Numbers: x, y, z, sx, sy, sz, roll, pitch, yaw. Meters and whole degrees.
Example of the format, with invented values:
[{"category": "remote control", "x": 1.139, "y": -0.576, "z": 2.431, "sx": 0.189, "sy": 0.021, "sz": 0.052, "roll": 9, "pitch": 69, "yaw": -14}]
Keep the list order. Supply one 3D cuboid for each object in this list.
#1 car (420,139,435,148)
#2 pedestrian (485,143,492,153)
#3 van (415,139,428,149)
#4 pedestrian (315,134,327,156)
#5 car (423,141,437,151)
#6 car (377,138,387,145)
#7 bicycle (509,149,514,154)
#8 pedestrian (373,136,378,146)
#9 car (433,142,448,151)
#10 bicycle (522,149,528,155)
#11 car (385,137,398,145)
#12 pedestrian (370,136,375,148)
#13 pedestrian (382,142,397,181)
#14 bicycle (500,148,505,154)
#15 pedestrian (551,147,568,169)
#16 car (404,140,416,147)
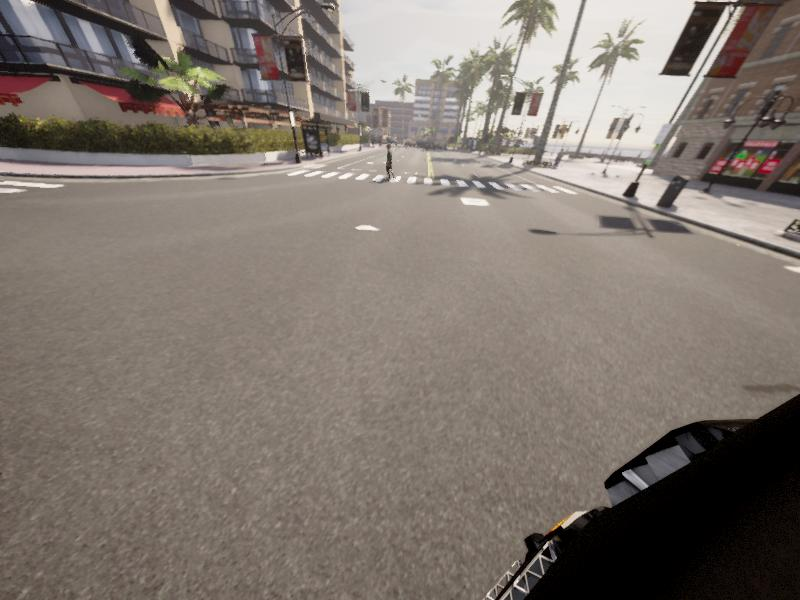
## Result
[{"category": "car", "x": 7.906, "y": -45.383, "z": 66.970, "sx": 2.150, "sy": 2.045, "sz": 5.566, "roll": -9, "pitch": 37, "yaw": -17}, {"category": "pedestrian", "x": 19.061, "y": -32.611, "z": 49.594, "sx": 0.751, "sy": 1.860, "sz": 0.751, "roll": 1, "pitch": 35, "yaw": -4}, {"category": "van", "x": 5.733, "y": -42.255, "z": 62.402, "sx": 1.775, "sy": 1.987, "sz": 4.442, "roll": -6, "pitch": 36, "yaw": -13}, {"category": "pedestrian", "x": -8.331, "y": -16.401, "z": 24.401, "sx": 0.751, "sy": 1.860, "sz": 0.751, "roll": 5, "pitch": 35, "yaw": 3}, {"category": "car", "x": 7.064, "y": -36.450, "z": 54.549, "sx": 2.242, "sy": 1.667, "sz": 4.611, "roll": 0, "pitch": 35, "yaw": -5}, {"category": "car", "x": -5.538, "y": -49.181, "z": 71.723, "sx": 1.851, "sy": 1.617, "sz": 3.988, "roll": -11, "pitch": 38, "yaw": -20}, {"category": "bicycle", "x": 25.995, "y": -34.628, "z": 53.800, "sx": 0.373, "sy": 1.024, "sz": 1.643, "roll": 5, "pitch": 35, "yaw": 2}, {"category": "pedestrian", "x": -5.571, "y": -36.400, "z": 52.994, "sx": 0.751, "sy": 1.860, "sz": 0.751, "roll": 22, "pitch": 39, "yaw": 25}, {"category": "car", "x": 10.158, "y": -39.090, "z": 58.831, "sx": 2.152, "sy": 1.651, "sz": 5.027, "roll": -4, "pitch": 36, "yaw": -10}, {"category": "bicycle", "x": 28.999, "y": -34.372, "z": 53.677, "sx": 0.373, "sy": 1.024, "sz": 1.643, "roll": 5, "pitch": 35, "yaw": 2}, {"category": "car", "x": -2.696, "y": -50.556, "z": 73.458, "sx": 2.150, "sy": 2.045, "sz": 5.566, "roll": -11, "pitch": 38, "yaw": -20}, {"category": "pedestrian", "x": -5.492, "y": -31.917, "z": 46.641, "sx": 0.751, "sy": 1.860, "sz": 0.751, "roll": 5, "pitch": 35, "yaw": 3}, {"category": "pedestrian", "x": -0.609, "y": -7.972, "z": 13.328, "sx": 0.751, "sy": 1.860, "sz": 0.751, "roll": 6, "pitch": 35, "yaw": 4}, {"category": "bicycle", "x": 23.992, "y": -34.799, "z": 53.882, "sx": 0.373, "sy": 1.024, "sz": 1.643, "roll": 5, "pitch": 35, "yaw": 2}, {"category": "pedestrian", "x": 16.595, "y": -14.768, "z": 24.083, "sx": 0.751, "sy": 1.860, "sz": 0.751, "roll": 11, "pitch": 36, "yaw": 10}, {"category": "car", "x": 2.995, "y": -47.439, "z": 70.056, "sx": 1.994, "sy": 1.385, "sz": 4.181, "roll": -11, "pitch": 38, "yaw": -20}]
